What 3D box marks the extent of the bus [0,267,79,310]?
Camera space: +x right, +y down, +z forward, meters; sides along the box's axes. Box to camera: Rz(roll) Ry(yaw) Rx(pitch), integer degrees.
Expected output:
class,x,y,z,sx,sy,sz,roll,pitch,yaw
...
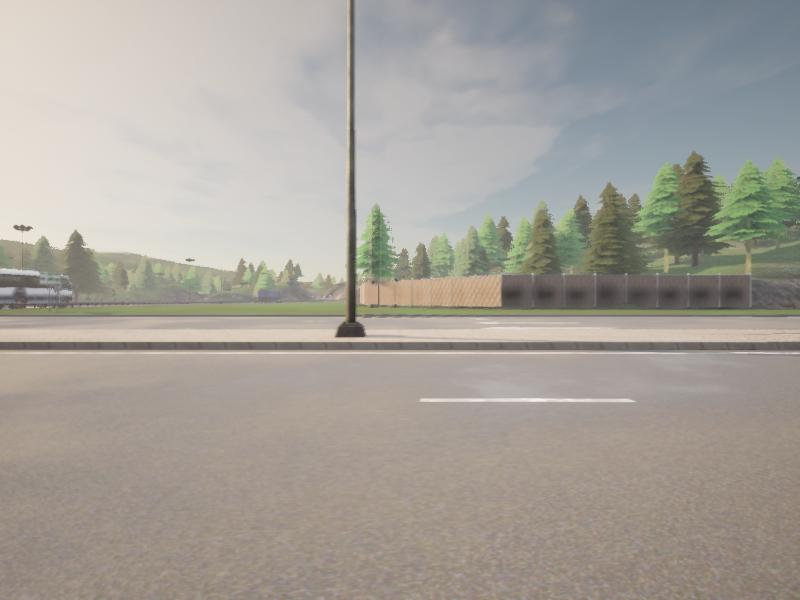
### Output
class,x,y,z,sx,sy,sz,roll,pitch,yaw
bus,-41.701,-1.148,44.364,3.944,4.253,10.273,0,0,-1
